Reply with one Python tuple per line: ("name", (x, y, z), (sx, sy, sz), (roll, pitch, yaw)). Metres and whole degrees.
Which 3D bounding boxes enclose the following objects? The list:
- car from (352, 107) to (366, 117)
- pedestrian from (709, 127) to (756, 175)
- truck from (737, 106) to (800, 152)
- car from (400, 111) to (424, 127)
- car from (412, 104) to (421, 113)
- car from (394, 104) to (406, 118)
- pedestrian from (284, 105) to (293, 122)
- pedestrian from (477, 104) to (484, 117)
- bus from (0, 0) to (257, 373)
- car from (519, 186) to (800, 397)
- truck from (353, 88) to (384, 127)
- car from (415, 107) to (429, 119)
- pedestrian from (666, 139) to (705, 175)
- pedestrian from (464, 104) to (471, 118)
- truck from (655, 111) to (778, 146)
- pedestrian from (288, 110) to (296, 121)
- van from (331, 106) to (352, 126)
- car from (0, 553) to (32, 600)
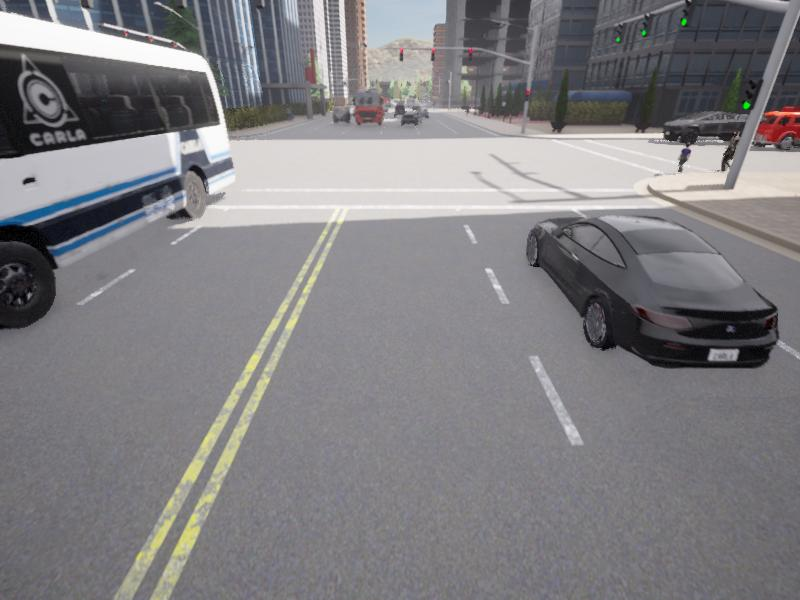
("car", (-6.988, -32.484, 68.986), (1.970, 1.475, 3.806), (0, 27, 0))
("pedestrian", (14.195, -6.386, 17.145), (0.751, 1.860, 0.751), (-3, 27, -6))
("truck", (25.226, -10.766, 25.131), (5.204, 2.467, 2.627), (0, 27, 1))
("car", (1.458, -21.101, 46.512), (1.837, 1.490, 4.892), (6, 28, 12))
("car", (3.517, -41.394, 86.328), (1.882, 1.535, 5.008), (0, 27, 0))
("car", (0.011, -29.856, 63.293), (1.905, 1.878, 3.866), (0, 27, 0))
("pedestrian", (-14.122, -23.684, 50.795), (0.751, 1.860, 0.751), (-3, 27, -6))
("pedestrian", (12.234, -28.916, 61.068), (0.751, 1.860, 0.751), (-1, 27, -2))
("bus", (-6.885, -3.135, 8.186), (3.944, 4.253, 10.273), (0, 27, 0))
("car", (3.495, -0.600, 6.294), (1.812, 1.442, 4.674), (0, 27, 0))
("truck", (-3.500, -22.626, 46.939), (2.891, 3.827, 8.468), (0, 27, 0))
("car", (3.510, -29.904, 63.915), (1.970, 1.475, 3.806), (0, 27, 0))
("pedestrian", (11.837, -5.957, 16.635), (0.751, 1.300, 0.751), (3, 27, 5))
("pedestrian", (10.216, -28.502, 60.255), (0.751, 1.860, 0.751), (-2, 27, -4))
("truck", (22.221, -12.204, 28.363), (6.274, 2.098, 2.390), (0, 27, 1))
("pedestrian", (-14.016, -23.884, 51.806), (0.751, 1.300, 0.751), (-3, 27, -5))
("van", (-6.993, -22.112, 47.958), (1.775, 1.987, 4.442), (0, 27, 0))
("car", (-3.502, 2.228, 0.704), (1.970, 1.475, 3.806), (0, 27, 0))
